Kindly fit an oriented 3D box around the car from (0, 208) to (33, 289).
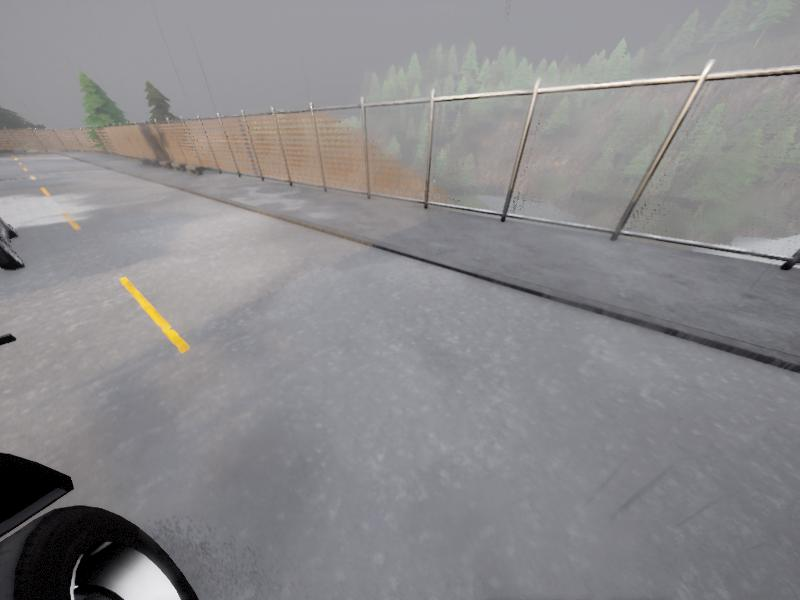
[{"bbox_3d":[-9.652,-1.440,4.487,5.238,1.638,1.930,22,41,28],"label":"car"}]
